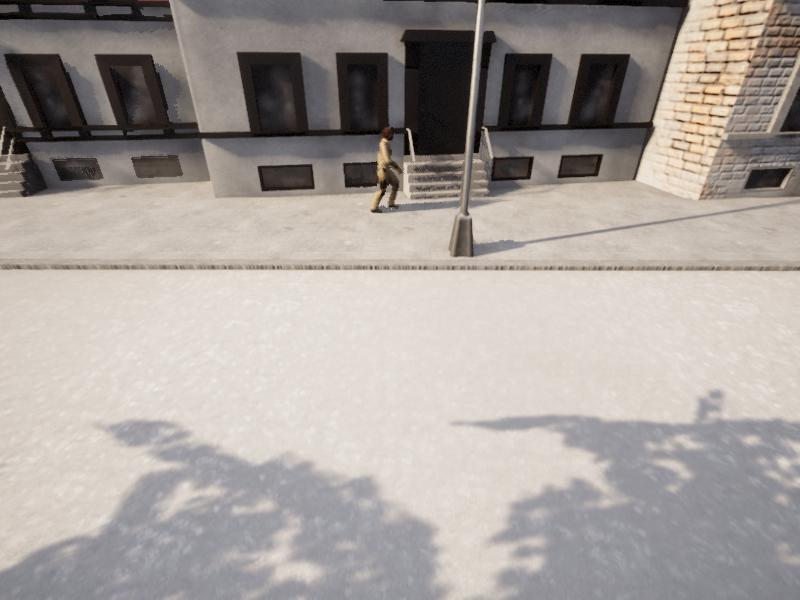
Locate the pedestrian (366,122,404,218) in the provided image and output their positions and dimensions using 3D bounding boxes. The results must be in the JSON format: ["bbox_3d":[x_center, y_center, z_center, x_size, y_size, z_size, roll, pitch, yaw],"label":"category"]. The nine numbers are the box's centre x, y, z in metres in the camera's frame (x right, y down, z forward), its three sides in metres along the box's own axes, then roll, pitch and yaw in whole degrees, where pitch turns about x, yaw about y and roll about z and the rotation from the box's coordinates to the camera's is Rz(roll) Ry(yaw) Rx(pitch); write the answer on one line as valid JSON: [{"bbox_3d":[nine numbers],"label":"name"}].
[{"bbox_3d":[-0.294,-2.815,8.716,0.751,1.860,0.751,1,30,1],"label":"pedestrian"}]
